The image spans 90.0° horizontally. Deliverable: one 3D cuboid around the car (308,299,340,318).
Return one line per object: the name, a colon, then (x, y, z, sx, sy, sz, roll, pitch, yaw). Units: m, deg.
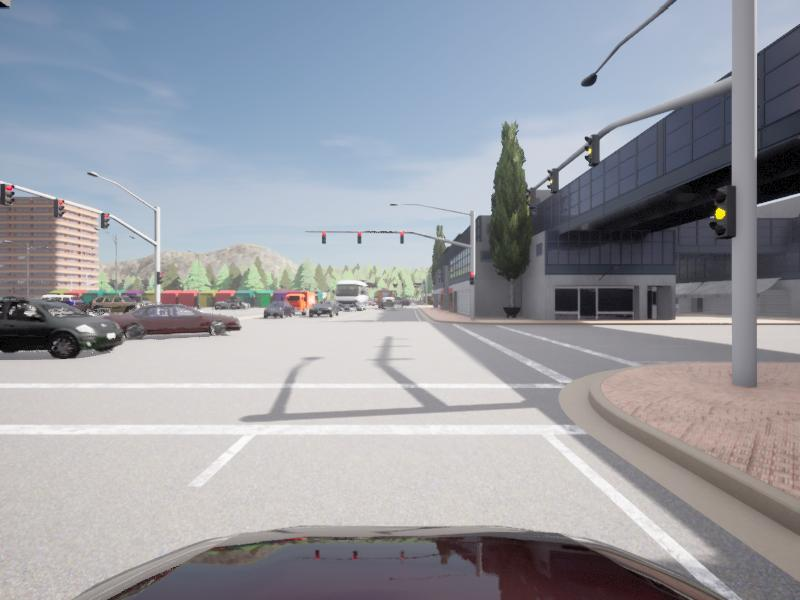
car: (-7.093, 0.780, 37.843, 2.152, 1.651, 5.027, 0, 0, 0)

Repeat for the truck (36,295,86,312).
truck: (-42.378, 0.402, 50.062, 4.478, 2.038, 2.069, 0, 0, 0)

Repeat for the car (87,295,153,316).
car: (-24.947, 0.497, 35.764, 4.605, 1.855, 1.932, 0, 0, 0)

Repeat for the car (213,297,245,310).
car: (-24.907, 0.499, 58.282, 3.866, 1.878, 1.905, 0, 0, 0)

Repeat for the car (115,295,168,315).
car: (-24.890, 0.499, 38.658, 3.866, 1.878, 1.905, 0, 0, 0)

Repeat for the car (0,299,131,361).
car: (-10.326, 0.788, 11.451, 3.988, 1.617, 1.851, 0, 0, -3)

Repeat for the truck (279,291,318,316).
truck: (-10.505, 0.358, 41.773, 2.627, 2.467, 5.204, 0, 0, 1)

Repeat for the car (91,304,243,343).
car: (-9.746, 0.894, 17.122, 5.357, 1.411, 2.033, 0, 0, -32)

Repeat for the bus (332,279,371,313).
bus: (-6.513, -0.534, 55.965, 3.944, 4.253, 10.273, 0, 0, 2)

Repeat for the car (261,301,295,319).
car: (-10.616, 0.827, 34.976, 1.845, 1.501, 3.633, 0, 0, 1)

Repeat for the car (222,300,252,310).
car: (-24.893, 0.739, 61.177, 3.806, 1.475, 1.970, 0, 0, 0)

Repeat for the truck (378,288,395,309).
truck: (-2.551, -0.325, 77.538, 2.891, 3.827, 8.468, 0, 0, 2)

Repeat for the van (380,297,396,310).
van: (-2.019, 0.574, 65.480, 2.069, 2.038, 4.480, -1, 0, -8)
